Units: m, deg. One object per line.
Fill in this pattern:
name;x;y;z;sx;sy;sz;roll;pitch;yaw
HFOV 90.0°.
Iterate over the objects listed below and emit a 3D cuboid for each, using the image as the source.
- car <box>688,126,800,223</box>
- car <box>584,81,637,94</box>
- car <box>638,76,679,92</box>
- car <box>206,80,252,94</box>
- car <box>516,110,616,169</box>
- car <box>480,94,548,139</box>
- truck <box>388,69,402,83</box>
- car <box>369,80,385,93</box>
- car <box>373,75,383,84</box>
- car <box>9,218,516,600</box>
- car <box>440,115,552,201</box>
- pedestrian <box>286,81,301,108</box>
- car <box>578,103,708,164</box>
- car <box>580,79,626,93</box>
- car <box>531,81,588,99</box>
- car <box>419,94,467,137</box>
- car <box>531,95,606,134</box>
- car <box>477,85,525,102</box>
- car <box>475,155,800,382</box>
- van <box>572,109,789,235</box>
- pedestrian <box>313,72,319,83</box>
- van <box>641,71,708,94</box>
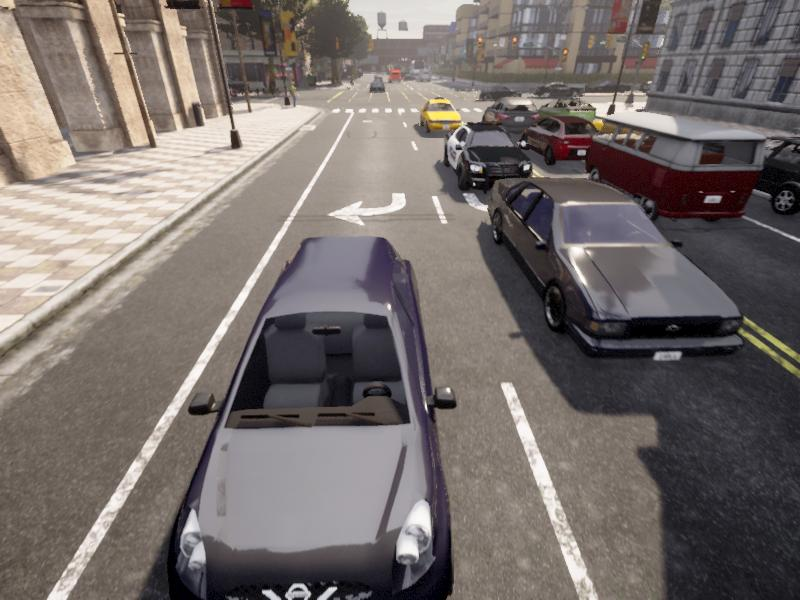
car;9.682;-3.331;10.154;1.789;1.549;3.705;-1;30;-2
car;26.584;-26.929;50.653;5.357;1.411;2.033;-1;30;-2
car;34.677;-29.065;53.833;3.866;1.878;1.905;-1;30;-2
car;-22.152;-27.759;52.018;4.902;1.511;2.128;-1;30;-2
car;5.978;-6.142;15.038;1.816;1.474;4.193;-1;30;-2
car;5.674;-9.557;20.681;2.242;1.667;4.611;1;30;1
truck;-0.999;-45.899;82.011;2.627;2.467;5.204;-1;30;-2
car;-2.968;-28.124;52.698;1.994;1.385;4.181;-1;30;-2
car;-4.525;-45.714;82.714;2.128;1.511;4.902;-1;30;-2
car;-0.547;0.626;3.414;1.845;1.501;3.633;-1;30;-2
car;2.588;-4.535;12.234;2.038;1.542;4.974;-1;30;-2
pedestrian;-8.328;-16.060;31.260;0.751;1.860;0.751;0;30;0
car;9.426;-6.893;16.216;1.801;1.575;5.366;-1;30;-2
car;27.181;-28.748;53.677;4.792;1.488;2.163;-1;30;-2
car;17.196;-22.811;43.367;5.238;1.638;1.930;-1;30;-2
car;2.144;-10.076;21.657;1.801;1.575;5.366;-1;30;-2
car;9.120;-10.334;22.153;2.007;1.525;4.514;-1;30;-2
car;10.091;-20.783;40.170;4.181;1.385;1.994;-1;30;-2
car;2.818;-1.070;6.447;2.033;1.411;5.357;-1;30;-2
van;6.194;-3.344;9.749;1.775;1.987;4.442;-1;30;-2
pedestrian;-16.350;-43.258;77.753;0.751;1.860;0.751;10;32;16
van;34.630;-27.536;50.668;6.366;2.431;2.351;-1;30;-2
